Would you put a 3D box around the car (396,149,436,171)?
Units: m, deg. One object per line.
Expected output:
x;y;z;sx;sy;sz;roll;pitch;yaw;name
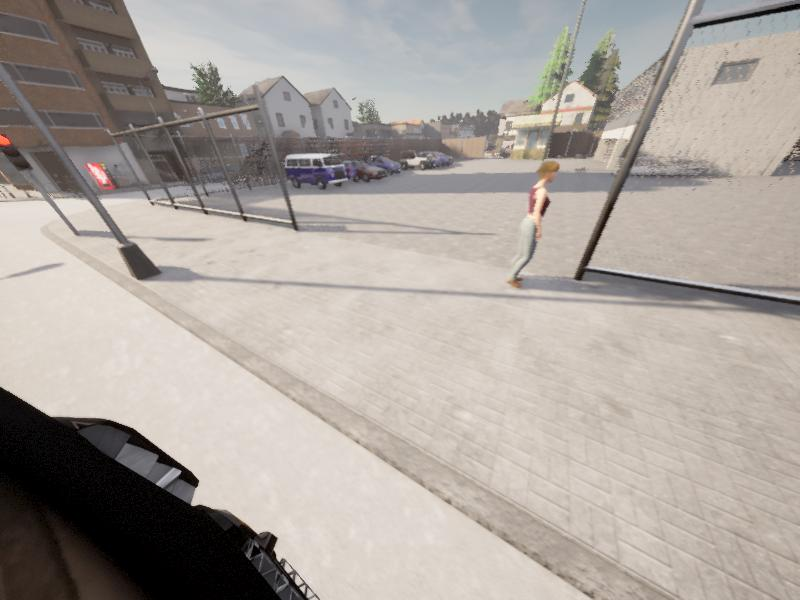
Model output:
1.706;-15.255;25.218;3.866;1.878;1.905;16;38;26;car

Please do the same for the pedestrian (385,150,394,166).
-1.451;-19.617;31.967;0.751;1.860;0.751;23;41;34;pedestrian

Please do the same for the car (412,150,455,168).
4.080;-17.214;28.220;4.611;1.667;2.242;16;38;26;car

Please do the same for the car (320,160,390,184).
-3.642;-10.373;18.595;5.357;1.415;2.033;16;38;26;car

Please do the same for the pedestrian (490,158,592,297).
1.972;-1.068;3.552;0.751;1.860;0.751;6;34;13;pedestrian

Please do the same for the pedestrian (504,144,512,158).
17.528;-24.102;37.464;0.751;1.860;0.751;7;34;14;pedestrian

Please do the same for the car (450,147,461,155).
17.623;-46.990;72.845;1.932;1.855;4.605;16;38;26;car

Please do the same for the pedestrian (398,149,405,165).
0.241;-20.986;33.931;0.751;1.860;0.751;24;42;34;pedestrian

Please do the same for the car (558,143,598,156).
30.410;-25.850;39.675;5.027;1.651;2.152;16;38;26;car

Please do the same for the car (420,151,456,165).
5.036;-18.899;30.838;4.193;1.474;1.816;16;38;26;car

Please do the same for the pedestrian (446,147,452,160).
8.710;-26.308;41.428;0.751;1.860;0.751;12;36;22;pedestrian

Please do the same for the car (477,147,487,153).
29.864;-54.400;83.677;2.033;1.411;5.357;16;38;26;car

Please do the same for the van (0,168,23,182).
-74.972;-23.111;42.897;1.775;1.987;4.442;3;34;8;van

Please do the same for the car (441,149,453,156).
13.691;-42.976;67.356;1.837;1.490;4.892;16;38;26;car

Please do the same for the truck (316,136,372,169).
-8.191;-22.735;35.618;2.891;3.827;8.468;16;38;26;truck

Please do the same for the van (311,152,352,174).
-8.453;-17.303;29.014;2.069;2.038;4.480;16;38;26;van

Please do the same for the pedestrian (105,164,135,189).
-24.306;-10.768;20.097;0.751;1.860;0.751;15;37;24;pedestrian

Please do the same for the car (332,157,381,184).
-3.393;-10.505;18.648;1.789;1.547;3.705;16;38;26;car

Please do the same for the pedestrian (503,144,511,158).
17.580;-24.463;38.009;0.751;1.860;0.751;19;39;29;pedestrian

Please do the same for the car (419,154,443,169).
3.544;-15.929;26.494;2.207;1.379;1.481;16;38;26;car

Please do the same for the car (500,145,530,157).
21.902;-28.317;43.971;4.611;1.667;2.242;16;38;26;car

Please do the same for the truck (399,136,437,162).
3.667;-29.379;44.886;2.891;3.827;8.468;22;40;32;truck

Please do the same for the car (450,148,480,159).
12.586;-28.465;44.921;5.366;1.575;1.801;15;37;25;car

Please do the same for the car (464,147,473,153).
24.640;-53.734;82.882;1.789;1.549;3.705;16;38;26;car

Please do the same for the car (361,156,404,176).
-1.655;-12.828;22.073;3.633;1.501;1.845;16;38;26;car

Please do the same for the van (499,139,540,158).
20.799;-26.448;40.418;5.915;2.561;1.988;16;38;26;van

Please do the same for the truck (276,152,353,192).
-5.782;-8.728;15.676;4.478;2.038;2.069;16;38;26;truck

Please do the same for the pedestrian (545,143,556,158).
22.631;-22.592;34.814;0.751;1.860;0.751;22;41;33;pedestrian
